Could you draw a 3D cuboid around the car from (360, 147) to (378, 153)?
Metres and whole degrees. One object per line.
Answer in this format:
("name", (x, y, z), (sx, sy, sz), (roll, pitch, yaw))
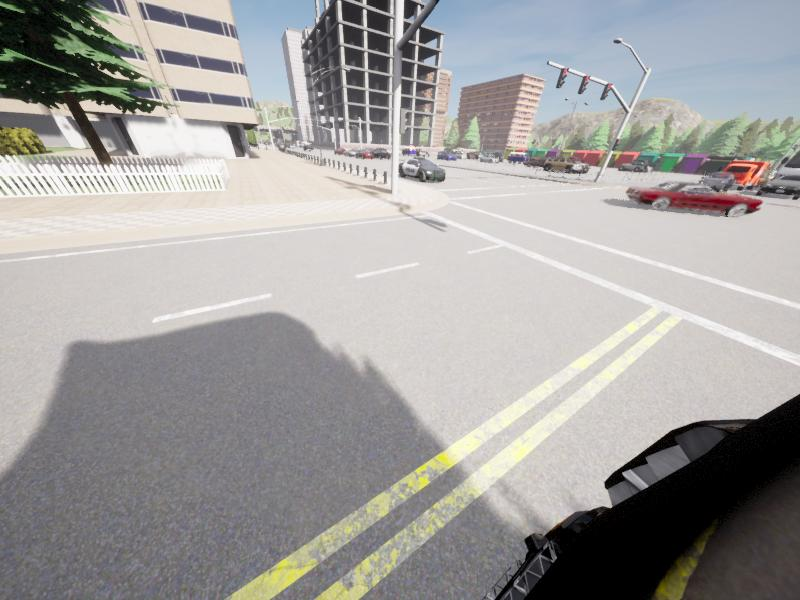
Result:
("car", (-10.339, -50.123, 77.153), (5.357, 1.411, 2.033), (-16, 38, -26))

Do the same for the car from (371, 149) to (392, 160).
("car", (-3.570, -27.316, 43.402), (1.882, 1.535, 5.008), (-16, 38, -26))

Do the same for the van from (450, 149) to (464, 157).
("van", (20.390, -52.478, 82.573), (4.480, 2.038, 2.069), (-16, 38, -26))

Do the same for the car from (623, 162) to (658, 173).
("car", (43.680, -24.124, 42.076), (1.970, 1.475, 3.806), (-16, 38, -26))

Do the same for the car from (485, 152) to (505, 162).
("car", (22.154, -33.450, 54.028), (1.905, 1.878, 3.866), (-16, 38, -26))

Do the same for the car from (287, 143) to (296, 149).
("car", (-37.253, -52.930, 79.380), (1.851, 1.617, 3.988), (-16, 38, -26))

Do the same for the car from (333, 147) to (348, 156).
("car", (-13.198, -32.939, 51.212), (1.812, 1.442, 4.674), (-16, 38, -26))

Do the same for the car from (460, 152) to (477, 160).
("car", (17.807, -37.595, 60.310), (1.784, 1.438, 3.905), (-16, 38, -26))

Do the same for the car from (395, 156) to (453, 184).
("car", (1.726, -10.475, 18.461), (2.038, 1.542, 4.974), (-15, 38, -25))

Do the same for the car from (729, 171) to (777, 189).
("car", (40.605, -13.888, 26.543), (5.366, 1.575, 1.801), (-15, 37, -25))

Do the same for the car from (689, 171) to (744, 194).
("car", (28.131, -10.515, 20.552), (3.633, 1.501, 1.845), (-15, 38, -25))

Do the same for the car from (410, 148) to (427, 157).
("car", (4.721, -38.178, 59.800), (1.932, 1.855, 4.605), (-16, 38, -26))

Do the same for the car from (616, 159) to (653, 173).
("car", (41.178, -23.619, 40.690), (1.905, 1.878, 3.866), (-16, 38, -26))

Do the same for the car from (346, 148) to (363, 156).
("car", (-10.462, -34.075, 53.178), (2.033, 1.411, 5.357), (-16, 38, -26))

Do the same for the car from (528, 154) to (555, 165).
("car", (32.428, -32.327, 53.122), (1.932, 1.855, 4.605), (-16, 38, -26))

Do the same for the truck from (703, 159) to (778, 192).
("truck", (34.087, -12.522, 23.181), (5.204, 2.467, 2.627), (-15, 38, -25))

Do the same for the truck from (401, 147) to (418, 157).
("truck", (2.253, -37.511, 58.436), (2.069, 2.038, 4.478), (-16, 38, -26))

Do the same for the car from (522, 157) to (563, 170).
("car", (23.336, -22.461, 37.996), (2.033, 1.415, 5.357), (-16, 38, -26))

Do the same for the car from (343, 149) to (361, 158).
("car", (-9.701, -29.420, 46.316), (1.895, 1.301, 4.718), (-16, 38, -26))

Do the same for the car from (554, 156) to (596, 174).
("car", (24.204, -18.785, 32.109), (1.905, 1.878, 3.866), (-16, 38, -26))

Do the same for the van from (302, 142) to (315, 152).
("van", (-24.034, -40.071, 60.580), (2.069, 2.038, 4.480), (-16, 38, -26))

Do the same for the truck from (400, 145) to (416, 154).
("truck", (2.910, -54.345, 83.643), (5.204, 2.467, 2.627), (-16, 38, -26))

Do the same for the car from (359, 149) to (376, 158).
("car", (-6.824, -30.490, 48.015), (1.812, 1.442, 4.674), (-16, 38, -26))

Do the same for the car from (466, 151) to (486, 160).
("car", (20.115, -38.454, 61.399), (1.932, 1.855, 4.605), (-16, 38, -26))

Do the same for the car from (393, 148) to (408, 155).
("car", (0.124, -50.913, 79.110), (4.611, 1.667, 2.242), (-16, 38, -26))

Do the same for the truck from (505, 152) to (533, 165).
("truck", (25.345, -30.361, 49.447), (2.069, 2.038, 4.478), (-16, 38, -26))

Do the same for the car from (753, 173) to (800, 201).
("car", (32.372, -9.507, 19.278), (5.027, 1.651, 2.152), (-16, 38, -26))

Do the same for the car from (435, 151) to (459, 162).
("car", (9.755, -29.815, 47.905), (2.242, 1.667, 4.611), (-16, 38, -26))

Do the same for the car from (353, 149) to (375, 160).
("car", (-6.503, -26.334, 41.750), (2.163, 1.488, 4.792), (-16, 38, -26))

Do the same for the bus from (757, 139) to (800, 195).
("bus", (41.132, -12.842, 22.596), (10.273, 4.253, 3.944), (-15, 37, -25))

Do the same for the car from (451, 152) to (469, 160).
("car", (15.299, -36.859, 59.066), (1.970, 1.475, 3.806), (-16, 38, -26))

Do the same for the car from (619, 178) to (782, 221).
("car", (14.701, -5.229, 11.774), (4.718, 1.301, 1.895), (14, 35, 16))

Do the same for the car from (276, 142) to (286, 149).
("car", (-39.397, -51.248, 76.576), (2.033, 1.649, 4.856), (-16, 38, -26))

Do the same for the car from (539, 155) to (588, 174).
("car", (21.671, -18.105, 30.885), (1.932, 1.855, 4.605), (-16, 38, -26))

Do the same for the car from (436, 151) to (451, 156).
("car", (15.900, -53.184, 83.825), (4.902, 1.511, 2.128), (-16, 38, -26))

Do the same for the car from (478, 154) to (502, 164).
("car", (17.831, -27.935, 45.826), (1.970, 1.475, 3.806), (-16, 38, -26))

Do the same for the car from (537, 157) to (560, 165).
("car", (34.959, -32.831, 54.456), (1.784, 1.438, 3.905), (-16, 38, -26))

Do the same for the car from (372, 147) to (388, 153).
("car", (-6.628, -49.061, 75.592), (4.892, 1.490, 1.837), (-16, 38, -26))
